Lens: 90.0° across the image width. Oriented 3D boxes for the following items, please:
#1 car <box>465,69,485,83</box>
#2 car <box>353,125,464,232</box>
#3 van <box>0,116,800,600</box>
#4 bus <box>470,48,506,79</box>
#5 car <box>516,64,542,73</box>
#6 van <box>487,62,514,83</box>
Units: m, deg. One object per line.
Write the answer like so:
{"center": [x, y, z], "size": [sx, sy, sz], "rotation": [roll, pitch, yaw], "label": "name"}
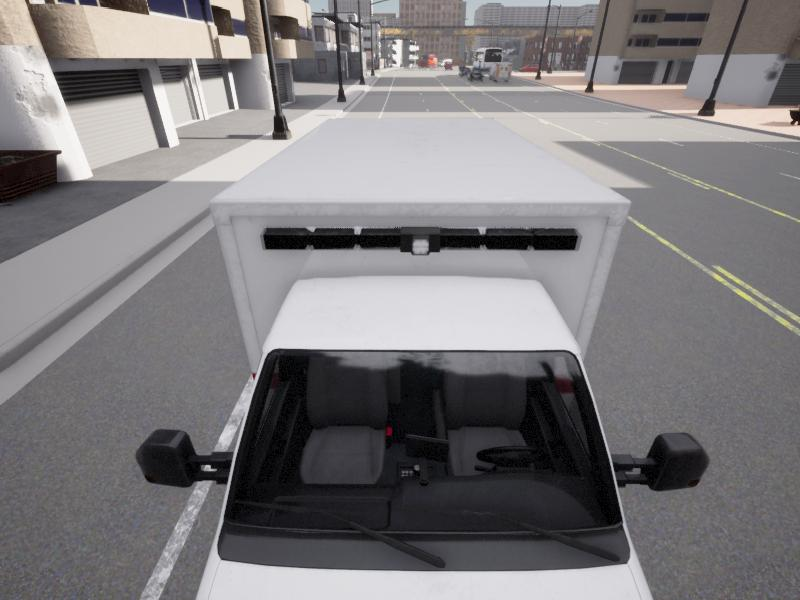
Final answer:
{"center": [11.215, -33.578, 59.857], "size": [2.128, 1.511, 4.902], "rotation": [0, 32, 0], "label": "car"}
{"center": [0.186, -3.330, 10.225], "size": [2.128, 1.511, 4.902], "rotation": [0, 30, 0], "label": "car"}
{"center": [0.112, 0.011, 3.604], "size": [2.351, 2.431, 6.366], "rotation": [0, 30, 1], "label": "van"}
{"center": [14.689, -40.328, 67.953], "size": [3.944, 4.253, 10.273], "rotation": [0, 32, 0], "label": "bus"}
{"center": [27.612, -49.519, 85.570], "size": [4.611, 1.667, 2.242], "rotation": [1, 31, 2], "label": "car"}
{"center": [14.713, -33.725, 59.160], "size": [2.351, 2.431, 6.366], "rotation": [0, 32, 0], "label": "van"}
